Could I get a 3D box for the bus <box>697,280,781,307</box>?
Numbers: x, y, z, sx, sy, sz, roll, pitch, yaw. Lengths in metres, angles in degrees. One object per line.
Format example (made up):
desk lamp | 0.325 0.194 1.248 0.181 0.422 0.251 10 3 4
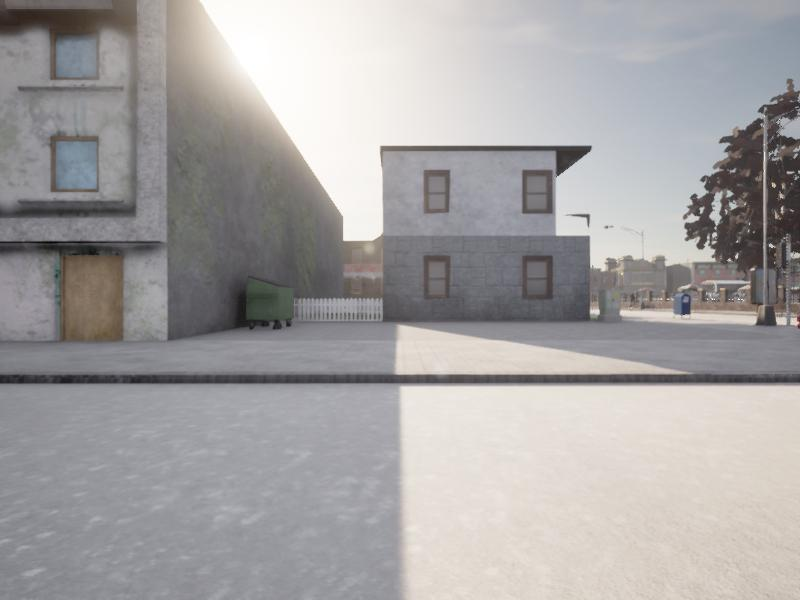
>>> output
bus | 54.484 -0.975 64.560 10.273 4.253 3.944 0 0 0
